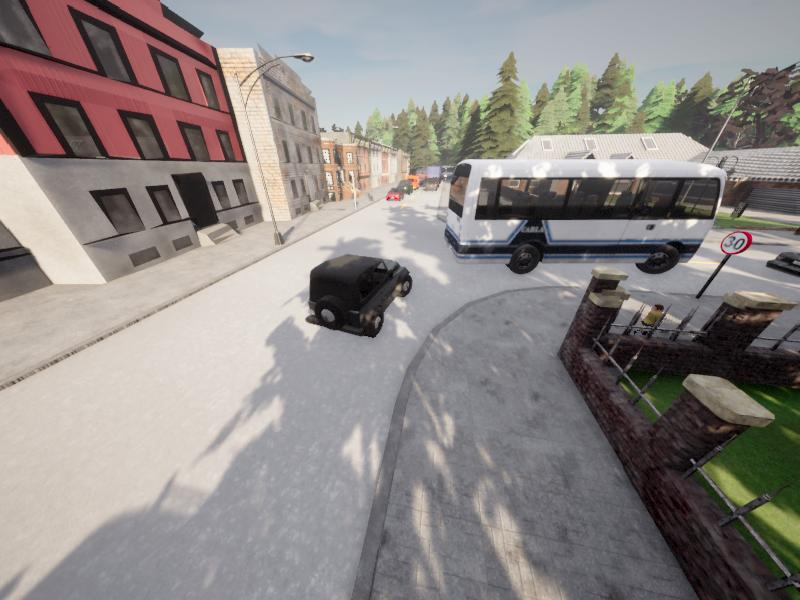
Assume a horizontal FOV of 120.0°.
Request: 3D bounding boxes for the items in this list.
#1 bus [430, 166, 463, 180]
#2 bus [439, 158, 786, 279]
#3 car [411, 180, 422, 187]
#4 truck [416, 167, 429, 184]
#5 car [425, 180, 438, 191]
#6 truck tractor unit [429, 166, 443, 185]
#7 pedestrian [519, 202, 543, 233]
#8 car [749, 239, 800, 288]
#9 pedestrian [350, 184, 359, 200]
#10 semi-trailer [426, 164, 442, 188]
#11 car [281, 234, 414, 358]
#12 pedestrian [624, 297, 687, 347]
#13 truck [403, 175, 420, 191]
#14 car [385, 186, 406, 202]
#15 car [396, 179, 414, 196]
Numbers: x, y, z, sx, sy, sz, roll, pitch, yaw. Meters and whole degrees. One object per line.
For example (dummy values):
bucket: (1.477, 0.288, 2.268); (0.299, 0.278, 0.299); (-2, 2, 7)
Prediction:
bus: (16.438, -45.228, 82.103); (10.273, 4.253, 3.944); (-4, 30, -8)
bus: (7.312, -3.714, 10.188); (10.273, 4.253, 3.944); (0, 30, -1)
car: (3.796, -26.830, 53.181); (1.895, 1.301, 4.718); (5, 30, 8)
truck: (6.410, -35.537, 65.735); (2.891, 3.827, 8.468); (5, 30, 8)
car: (6.186, -22.306, 44.968); (2.242, 1.667, 4.611); (4, 30, 7)
truck tractor unit: (9.556, -32.878, 60.728); (3.053, 4.208, 6.516); (5, 31, 9)
pedestrian: (8.714, -5.510, 15.416); (0.751, 1.860, 0.751); (5, 30, 9)
car: (17.976, -1.157, 8.616); (5.357, 1.411, 2.033); (5, 30, 9)
pedestrian: (-6.060, -14.386, 30.805); (0.751, 1.860, 0.751); (16, 34, 26)
semi-trailer: (8.167, -29.067, 53.933); (2.717, 4.402, 14.254); (5, 30, 9)
car: (-1.096, -0.484, 6.952); (1.905, 1.878, 3.866); (11, 32, 18)
pedestrian: (6.247, 0.542, 5.711); (0.500, 1.100, 0.500); (4, 30, 8)
truck: (2.385, -23.415, 46.091); (2.627, 2.467, 5.204); (5, 30, 9)
car: (-0.587, -14.630, 31.821); (2.007, 1.525, 4.514); (5, 30, 9)
car: (0.881, -19.040, 38.938); (2.150, 2.045, 5.566); (5, 30, 9)
